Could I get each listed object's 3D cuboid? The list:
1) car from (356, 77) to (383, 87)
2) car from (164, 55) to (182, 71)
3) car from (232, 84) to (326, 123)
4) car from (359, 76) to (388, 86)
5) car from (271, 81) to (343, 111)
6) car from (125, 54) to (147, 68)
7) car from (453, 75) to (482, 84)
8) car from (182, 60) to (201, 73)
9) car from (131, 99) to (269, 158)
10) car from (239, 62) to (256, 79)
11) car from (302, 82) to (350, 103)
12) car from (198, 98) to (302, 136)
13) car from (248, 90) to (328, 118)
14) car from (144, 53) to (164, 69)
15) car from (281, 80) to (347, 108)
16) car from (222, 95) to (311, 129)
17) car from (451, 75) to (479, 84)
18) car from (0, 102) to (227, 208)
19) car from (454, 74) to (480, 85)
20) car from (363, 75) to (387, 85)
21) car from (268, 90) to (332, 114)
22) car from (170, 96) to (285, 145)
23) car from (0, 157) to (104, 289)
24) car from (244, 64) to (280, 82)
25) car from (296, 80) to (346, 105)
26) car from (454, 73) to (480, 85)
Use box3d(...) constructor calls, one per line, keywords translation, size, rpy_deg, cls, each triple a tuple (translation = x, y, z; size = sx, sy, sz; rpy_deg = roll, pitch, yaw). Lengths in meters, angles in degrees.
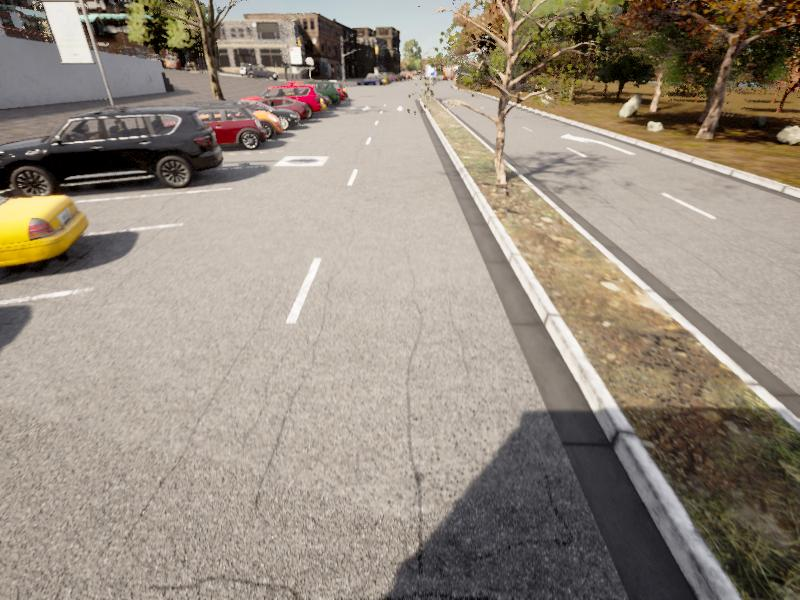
box3d(translation=(-5.755, -41.126, 75.329), size=(4.792, 1.488, 2.163), rpy_deg=(-8, 31, -12), cls="car")
box3d(translation=(-37.447, -39.044, 66.017), size=(1.878, 1.987, 4.442), rpy_deg=(-5, 29, -20), cls="car")
box3d(translation=(-8.090, -13.271, 26.896), size=(5.566, 2.045, 2.435), rpy_deg=(-11, 32, -17), cls="car")
box3d(translation=(-5.113, -42.660, 77.899), size=(5.366, 1.575, 1.946), rpy_deg=(-8, 30, -12), cls="car")
box3d(translation=(-8.066, -17.768, 34.708), size=(5.566, 2.045, 2.435), rpy_deg=(-11, 32, -17), cls="car")
box3d(translation=(-43.600, -39.488, 66.141), size=(1.946, 1.575, 5.366), rpy_deg=(-5, 29, -20), cls="car")
box3d(translation=(13.885, -45.493, 82.707), size=(5.366, 1.575, 1.946), rpy_deg=(-6, 31, -12), cls="car")
box3d(translation=(-34.502, -38.643, 66.320), size=(2.231, 1.521, 4.892), rpy_deg=(-5, 29, -20), cls="car")
box3d(translation=(-8.034, -7.174, 16.578), size=(4.553, 1.767, 2.185), rpy_deg=(-11, 32, -17), cls="car")
box3d(translation=(-25.463, -38.129, 66.567), size=(2.435, 2.045, 5.566), rpy_deg=(-5, 29, -20), cls="car")
box3d(translation=(-7.909, -22.173, 42.615), size=(4.553, 1.767, 2.185), rpy_deg=(-11, 32, -16), cls="car")
box3d(translation=(-8.070, -10.063, 21.834), size=(4.892, 1.521, 2.231), rpy_deg=(-11, 31, -17), cls="car")
box3d(translation=(-8.232, -14.526, 29.577), size=(5.366, 1.575, 1.946), rpy_deg=(-11, 32, -17), cls="car")
box3d(translation=(-40.463, -39.294, 65.903), size=(1.878, 1.987, 4.442), rpy_deg=(-4, 29, -20), cls="car")
box3d(translation=(-7.996, -19.282, 37.339), size=(5.566, 2.045, 2.435), rpy_deg=(-11, 31, -17), cls="car")
box3d(translation=(-8.088, -11.529, 24.433), size=(4.792, 1.488, 2.163), rpy_deg=(-11, 32, -17), cls="car")
box3d(translation=(13.865, -46.924, 85.173), size=(5.366, 1.575, 1.946), rpy_deg=(-6, 31, -12), cls="car")
box3d(translation=(-8.091, -4.260, 11.301), size=(5.566, 2.045, 2.435), rpy_deg=(-11, 32, -17), cls="car")
box3d(translation=(13.351, -44.101, 80.053), size=(4.553, 1.767, 2.185), rpy_deg=(-6, 31, -12), cls="car")
box3d(translation=(-5.022, -44.241, 80.395), size=(4.553, 1.767, 2.185), rpy_deg=(-8, 30, -12), cls="car")
box3d(translation=(-8.044, -16.021, 32.256), size=(4.674, 1.452, 2.002), rpy_deg=(-11, 32, -17), cls="car")
box3d(translation=(-8.097, -8.668, 19.163), size=(4.553, 1.767, 2.185), rpy_deg=(-11, 31, -17), cls="car")
box3d(translation=(-8.238, -0.998, 6.198), size=(5.366, 1.575, 1.946), rpy_deg=(-11, 32, -17), cls="car")
box3d(translation=(-20.349, -33.495, 59.095), size=(4.605, 1.855, 1.932), rpy_deg=(5, 28, -2), cls="car")
box3d(translation=(-7.882, -20.776, 39.983), size=(4.442, 1.987, 1.878), rpy_deg=(-11, 31, -16), cls="car")
box3d(translation=(12.970, -42.701, 77.432), size=(4.442, 1.987, 1.878), rpy_deg=(-7, 31, -12), cls="car")
